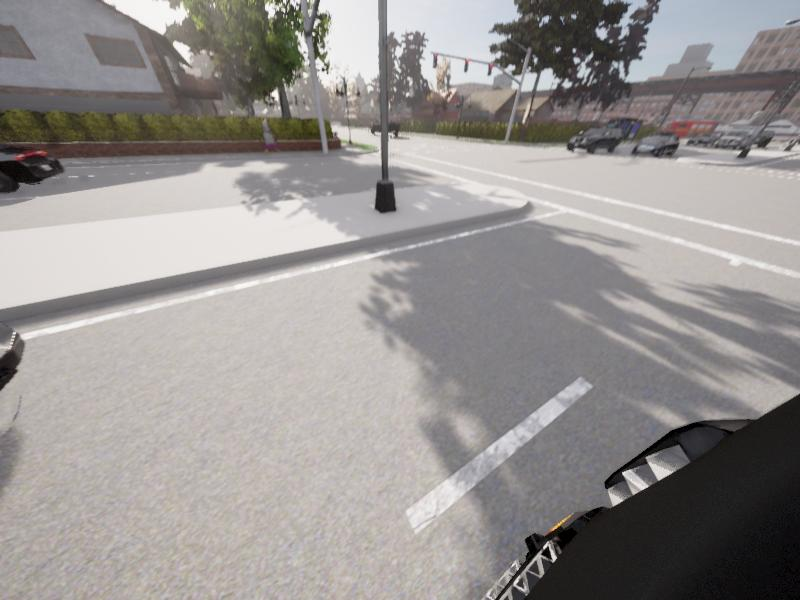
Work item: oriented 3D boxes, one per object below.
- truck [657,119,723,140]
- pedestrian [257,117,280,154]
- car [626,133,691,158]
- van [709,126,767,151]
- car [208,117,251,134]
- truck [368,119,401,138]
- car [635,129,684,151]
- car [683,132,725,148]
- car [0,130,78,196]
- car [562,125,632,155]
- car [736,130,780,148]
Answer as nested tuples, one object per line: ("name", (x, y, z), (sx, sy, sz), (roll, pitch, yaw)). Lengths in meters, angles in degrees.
("truck", (68.412, -40.590, 54.860), (2.891, 3.827, 8.468), (-18, 42, -24))
("pedestrian", (-8.234, -10.322, 14.516), (0.751, 1.860, 0.751), (-15, 41, -20))
("car", (22.921, -13.725, 20.498), (4.856, 1.649, 2.033), (-18, 42, -24))
("van", (43.834, -21.033, 29.989), (6.366, 2.431, 2.351), (-18, 42, -24))
("car", (-20.150, -20.722, 27.486), (3.806, 1.475, 1.970), (-18, 42, -24))
("truck", (-2.446, -26.597, 35.725), (2.390, 2.098, 6.274), (-19, 42, -24))
("car", (30.471, -18.837, 27.129), (4.605, 1.855, 1.932), (-19, 42, -23))
("car", (44.219, -23.314, 33.590), (5.027, 1.651, 2.152), (-18, 42, -24))
("car", (-13.853, -3.876, 6.590), (4.974, 1.542, 2.038), (-18, 42, -24))
("car", (18.297, -14.936, 21.542), (5.566, 2.045, 2.150), (-17, 42, -22))
("car", (53.942, -24.251, 34.807), (5.566, 2.045, 2.150), (-18, 42, -24))
